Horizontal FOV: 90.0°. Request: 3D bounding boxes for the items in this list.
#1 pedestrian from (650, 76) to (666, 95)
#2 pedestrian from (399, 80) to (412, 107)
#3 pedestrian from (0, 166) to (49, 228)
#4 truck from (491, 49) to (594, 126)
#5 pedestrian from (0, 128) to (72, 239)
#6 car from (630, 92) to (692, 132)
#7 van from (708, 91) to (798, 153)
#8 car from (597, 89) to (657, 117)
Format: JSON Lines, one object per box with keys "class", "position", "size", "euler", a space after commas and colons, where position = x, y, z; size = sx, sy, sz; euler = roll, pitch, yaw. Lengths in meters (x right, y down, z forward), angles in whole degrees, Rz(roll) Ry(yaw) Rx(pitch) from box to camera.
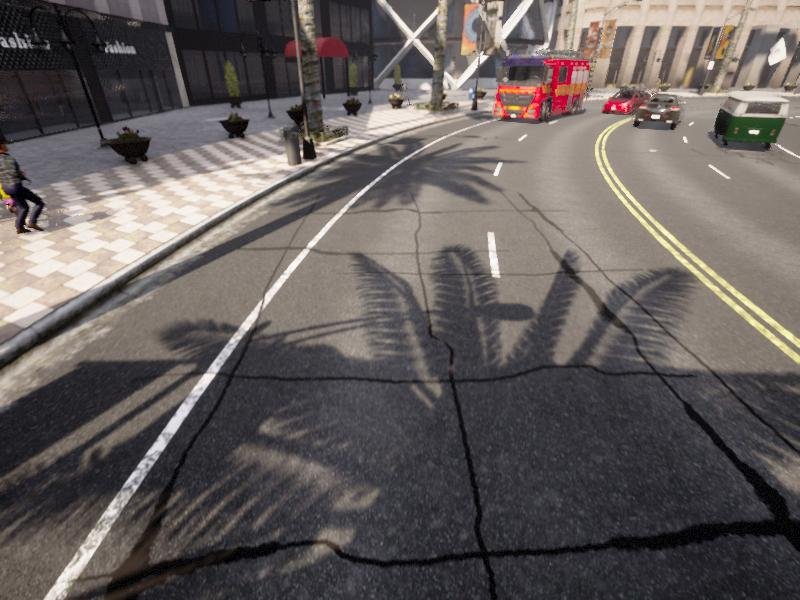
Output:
{"class": "pedestrian", "position": [29.900, -24.905, 46.398], "size": [0.751, 1.860, 0.751], "euler": [-11, 32, -18]}
{"class": "pedestrian", "position": [0.439, -16.568, 32.149], "size": [0.751, 1.860, 0.751], "euler": [-12, 32, -20]}
{"class": "pedestrian", "position": [-7.826, -2.087, 8.133], "size": [0.500, 1.100, 0.500], "euler": [6, 31, 9]}
{"class": "truck", "position": [9.409, -13.916, 26.010], "size": [2.891, 3.827, 8.468], "euler": [22, 37, 33]}
{"class": "pedestrian", "position": [-7.247, -2.200, 7.573], "size": [0.751, 1.860, 0.751], "euler": [6, 31, 10]}
{"class": "car", "position": [15.344, -11.113, 23.399], "size": [2.152, 1.651, 5.027], "euler": [20, 36, 30]}
{"class": "van", "position": [15.347, -7.999, 17.713], "size": [1.775, 1.987, 4.442], "euler": [15, 33, 24]}
{"class": "car", "position": [16.505, -14.363, 29.051], "size": [4.514, 1.525, 2.007], "euler": [-25, 39, -36]}
